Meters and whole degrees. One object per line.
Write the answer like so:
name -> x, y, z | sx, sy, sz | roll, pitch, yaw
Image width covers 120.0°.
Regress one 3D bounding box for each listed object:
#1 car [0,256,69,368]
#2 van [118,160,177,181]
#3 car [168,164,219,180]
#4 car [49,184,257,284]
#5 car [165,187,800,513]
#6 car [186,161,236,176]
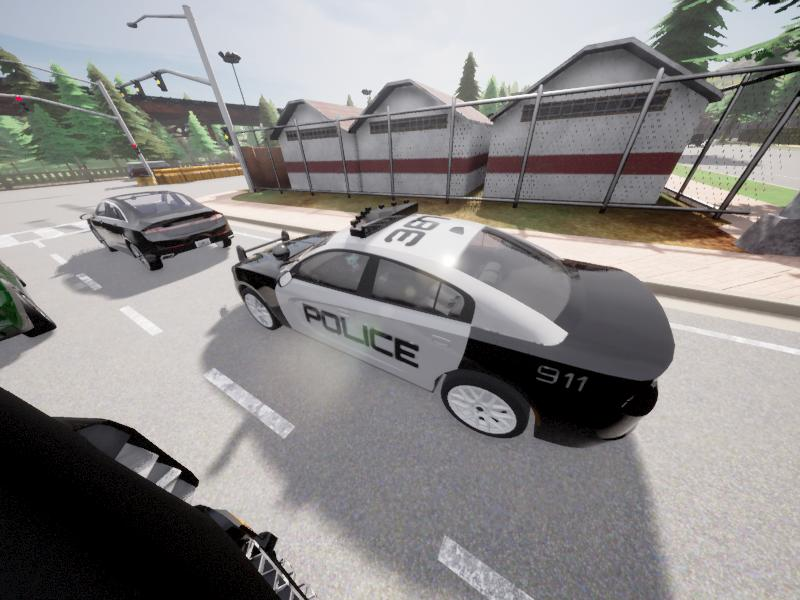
car -> -7.428, -0.188, 3.182 | 4.553, 1.767, 2.097 | 16, 38, 26
van -> -32.737, -16.894, 30.125 | 1.775, 1.987, 4.442 | 15, 37, 24
car -> -25.628, -16.025, 28.826 | 1.994, 1.385, 4.181 | 15, 37, 24
car -> -6.622, -2.080, 6.226 | 4.902, 1.511, 2.128 | 16, 38, 26
car -> -0.239, -0.326, 2.973 | 5.238, 1.638, 1.930 | 16, 38, 26
car -> -26.895, -18.837, 33.029 | 2.128, 1.511, 4.902 | 15, 37, 24
